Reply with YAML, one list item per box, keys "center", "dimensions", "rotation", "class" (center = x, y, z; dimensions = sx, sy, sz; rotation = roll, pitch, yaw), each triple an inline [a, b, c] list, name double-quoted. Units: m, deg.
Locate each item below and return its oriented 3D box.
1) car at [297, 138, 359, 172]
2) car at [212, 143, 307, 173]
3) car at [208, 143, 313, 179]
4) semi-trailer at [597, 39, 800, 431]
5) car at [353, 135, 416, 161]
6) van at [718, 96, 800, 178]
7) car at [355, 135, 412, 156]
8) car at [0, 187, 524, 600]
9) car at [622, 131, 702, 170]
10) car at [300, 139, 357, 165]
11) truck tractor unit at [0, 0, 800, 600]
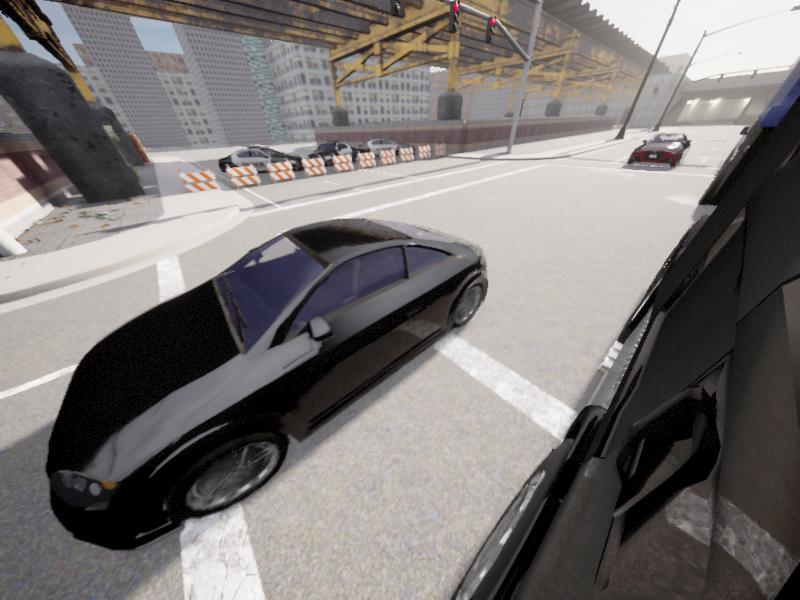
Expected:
- center: [-4.878, -10.521, 16.612]
  dimensions: [2.038, 1.542, 4.974]
  rotation: [6, 38, 12]
  class: "car"
- center: [-8.427, -8.741, 14.194]
  dimensions: [4.536, 1.218, 1.853]
  rotation: [0, 37, 4]
  class: "car"
- center: [-8.369, -8.616, 14.285]
  dimensions: [4.974, 1.542, 2.038]
  rotation: [0, 37, 4]
  class: "car"
- center: [8.730, -3.579, 4.203]
  dimensions: [14.254, 4.402, 2.717]
  rotation: [-28, 44, -29]
  class: "semi-trailer"
- center: [-1.316, -13.080, 19.805]
  dimensions: [4.974, 1.542, 2.038]
  rotation: [-9, 37, -8]
  class: "car"
- center: [17.245, -7.555, 10.550]
  dimensions: [5.915, 2.561, 1.988]
  rotation: [-28, 44, -30]
  class: "van"
- center: [-1.373, -13.197, 19.702]
  dimensions: [4.536, 1.218, 1.853]
  rotation: [-9, 37, -8]
  class: "car"
- center: [-0.806, -0.036, 2.597]
  dimensions: [4.181, 1.385, 1.994]
  rotation: [-29, 44, -30]
  class: "car"
- center: [14.419, -8.305, 12.693]
  dimensions: [4.181, 1.385, 1.994]
  rotation: [-29, 44, -30]
  class: "car"
- center: [-4.872, -10.677, 16.558]
  dimensions: [1.853, 1.218, 4.536]
  rotation: [6, 38, 12]
  class: "car"
- center: [2.645, -0.295, 0.351]
  dimensions: [6.516, 4.208, 3.053]
  rotation: [-28, 44, -30]
  class: "truck tractor unit"
